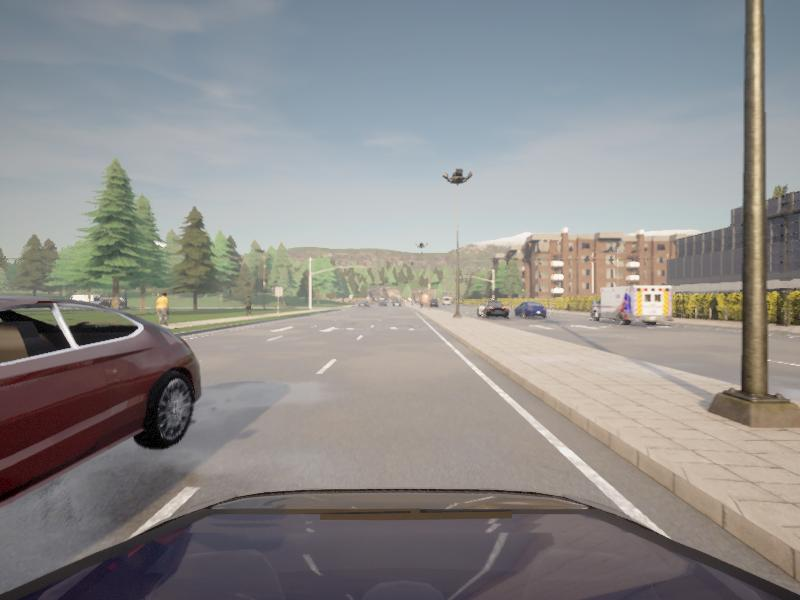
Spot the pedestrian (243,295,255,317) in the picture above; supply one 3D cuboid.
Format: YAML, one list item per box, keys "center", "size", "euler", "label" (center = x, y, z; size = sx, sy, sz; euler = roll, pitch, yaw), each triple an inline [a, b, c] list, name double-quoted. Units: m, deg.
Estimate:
- center: [-12.697, 0.499, 33.654]
  size: [0.751, 1.860, 0.751]
  euler: [0, 0, 2]
  label: "pedestrian"

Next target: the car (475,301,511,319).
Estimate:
- center: [8.147, 0.838, 35.590]
  size: [2.038, 1.542, 4.974]
  euler: [0, 0, 0]
  label: "car"

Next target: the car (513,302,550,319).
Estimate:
- center: [11.648, 0.885, 35.887]
  size: [1.812, 1.442, 4.674]
  euler: [0, 0, 0]
  label: "car"

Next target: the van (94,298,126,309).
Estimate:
- center: [-54.356, 0.606, 75.093]
  size: [4.480, 2.038, 2.069]
  euler: [0, 0, 1]
  label: "van"

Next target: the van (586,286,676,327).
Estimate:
- center: [15.096, 0.389, 26.745]
  size: [2.351, 2.431, 6.366]
  euler: [0, 0, 0]
  label: "van"

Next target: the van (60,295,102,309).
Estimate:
- center: [-57.126, 0.331, 71.646]
  size: [5.915, 2.561, 1.988]
  euler: [0, 0, 1]
  label: "van"

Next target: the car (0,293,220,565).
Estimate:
- center: [-3.500, 0.782, 2.881]
  size: [2.152, 1.651, 5.027]
  euler: [0, 0, 0]
  label: "car"

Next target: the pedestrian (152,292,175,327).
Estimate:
- center: [-12.810, 0.494, 21.679]
  size: [0.751, 1.860, 0.751]
  euler: [0, 0, 2]
  label: "pedestrian"

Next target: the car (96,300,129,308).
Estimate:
- center: [-56.507, 0.804, 78.631]
  size: [5.238, 1.638, 1.930]
  euler: [0, 0, 1]
  label: "car"
